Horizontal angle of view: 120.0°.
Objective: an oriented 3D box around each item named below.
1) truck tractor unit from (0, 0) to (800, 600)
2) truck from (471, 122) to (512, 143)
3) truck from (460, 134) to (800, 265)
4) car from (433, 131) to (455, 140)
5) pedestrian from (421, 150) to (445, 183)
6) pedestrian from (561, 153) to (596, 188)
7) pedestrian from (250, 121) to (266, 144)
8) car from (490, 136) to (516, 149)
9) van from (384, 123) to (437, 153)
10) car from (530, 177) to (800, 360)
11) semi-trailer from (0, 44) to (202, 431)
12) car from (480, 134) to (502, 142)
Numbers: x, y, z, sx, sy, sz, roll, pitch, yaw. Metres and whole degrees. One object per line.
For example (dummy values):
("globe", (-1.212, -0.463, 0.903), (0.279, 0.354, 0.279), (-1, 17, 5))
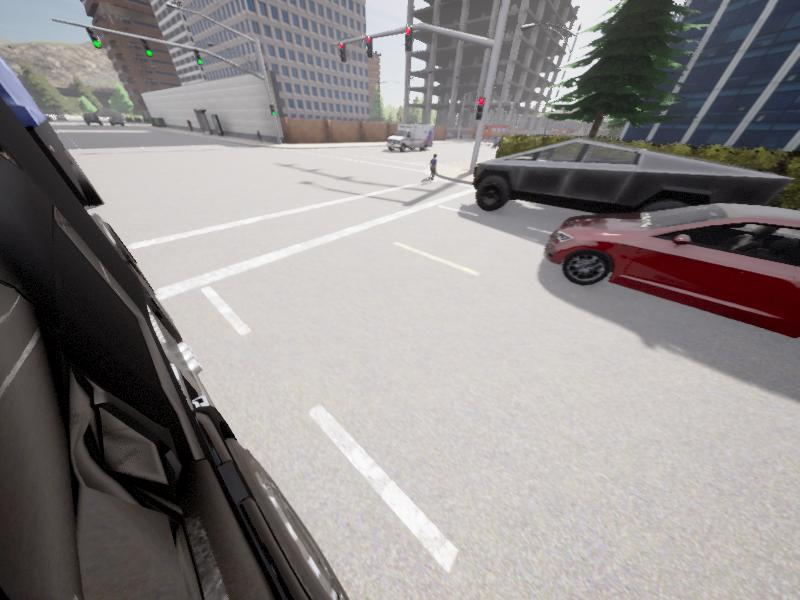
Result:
("truck tractor unit", (-2.645, -0.295, 0.351), (6.516, 4.208, 3.053), (28, 44, 30))
("truck", (22.463, -41.653, 57.269), (8.468, 3.827, 2.891), (28, 44, 30))
("truck", (5.336, -3.406, 6.731), (6.274, 2.098, 2.390), (28, 44, 30))
("car", (10.921, -41.350, 58.101), (4.974, 1.542, 2.038), (28, 44, 30))
("pedestrian", (1.616, -6.600, 11.420), (0.751, 1.300, 0.751), (29, 44, 31))
("pedestrian", (8.306, -6.045, 10.791), (0.751, 1.300, 0.751), (29, 44, 30))
("pedestrian", (-15.032, -17.701, 24.451), (0.751, 1.860, 0.751), (26, 43, 28))
("car", (16.624, -25.277, 37.061), (2.007, 1.525, 4.514), (29, 44, 31))
("van", (1.258, -18.278, 26.094), (2.351, 2.431, 6.366), (28, 44, 30))
("car", (4.770, -0.704, 3.626), (4.193, 1.474, 1.816), (28, 44, 30))
("semi-trailer", (-8.705, -3.584, 4.245), (14.254, 4.402, 2.717), (28, 44, 30))
("car", (23.909, -42.584, 60.696), (4.718, 1.301, 1.895), (28, 44, 30))
